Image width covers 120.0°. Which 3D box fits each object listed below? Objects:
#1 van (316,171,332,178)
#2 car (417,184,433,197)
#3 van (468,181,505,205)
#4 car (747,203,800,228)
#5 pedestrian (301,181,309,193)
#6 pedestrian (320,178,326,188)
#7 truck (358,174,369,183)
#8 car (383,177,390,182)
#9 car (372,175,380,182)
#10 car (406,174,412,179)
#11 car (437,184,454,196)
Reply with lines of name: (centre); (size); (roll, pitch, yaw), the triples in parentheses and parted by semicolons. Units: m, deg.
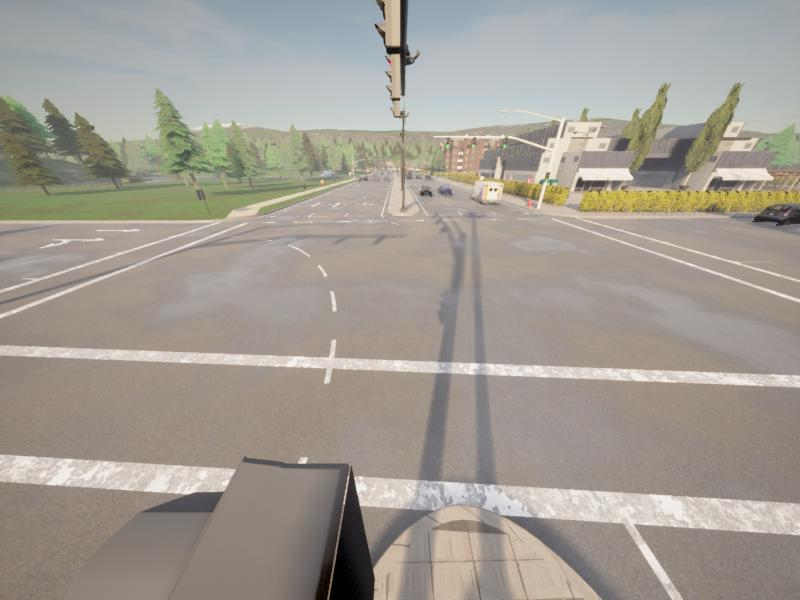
van: (-33.072, -54.863, 100.792); (5.915, 2.561, 1.988); (0, 30, 0)
car: (4.160, -18.344, 38.543); (2.038, 1.542, 4.974); (0, 30, -1)
van: (11.300, -14.411, 30.839); (2.351, 2.431, 6.366); (0, 30, -1)
car: (32.075, -6.937, 18.790); (3.988, 1.617, 1.851); (0, 30, 0)
pedestrian: (-16.700, -19.829, 40.438); (0.751, 1.860, 0.751); (0, 30, 0)
pedestrian: (-16.723, -25.393, 50.075); (0.751, 1.860, 0.751); (0, 30, 0)
truck: (-11.255, -37.371, 70.935); (2.390, 2.098, 6.274); (0, 30, 0)
car: (-4.272, -37.971, 72.705); (1.994, 1.385, 4.181); (0, 30, 0)
car: (-7.790, -39.180, 74.545); (2.152, 1.651, 5.027); (0, 30, 0)
car: (3.499, -47.591, 89.065); (2.242, 1.667, 4.611); (-1, 30, -1)
car: (7.647, -18.804, 39.431); (1.812, 1.442, 4.674); (0, 30, -1)
